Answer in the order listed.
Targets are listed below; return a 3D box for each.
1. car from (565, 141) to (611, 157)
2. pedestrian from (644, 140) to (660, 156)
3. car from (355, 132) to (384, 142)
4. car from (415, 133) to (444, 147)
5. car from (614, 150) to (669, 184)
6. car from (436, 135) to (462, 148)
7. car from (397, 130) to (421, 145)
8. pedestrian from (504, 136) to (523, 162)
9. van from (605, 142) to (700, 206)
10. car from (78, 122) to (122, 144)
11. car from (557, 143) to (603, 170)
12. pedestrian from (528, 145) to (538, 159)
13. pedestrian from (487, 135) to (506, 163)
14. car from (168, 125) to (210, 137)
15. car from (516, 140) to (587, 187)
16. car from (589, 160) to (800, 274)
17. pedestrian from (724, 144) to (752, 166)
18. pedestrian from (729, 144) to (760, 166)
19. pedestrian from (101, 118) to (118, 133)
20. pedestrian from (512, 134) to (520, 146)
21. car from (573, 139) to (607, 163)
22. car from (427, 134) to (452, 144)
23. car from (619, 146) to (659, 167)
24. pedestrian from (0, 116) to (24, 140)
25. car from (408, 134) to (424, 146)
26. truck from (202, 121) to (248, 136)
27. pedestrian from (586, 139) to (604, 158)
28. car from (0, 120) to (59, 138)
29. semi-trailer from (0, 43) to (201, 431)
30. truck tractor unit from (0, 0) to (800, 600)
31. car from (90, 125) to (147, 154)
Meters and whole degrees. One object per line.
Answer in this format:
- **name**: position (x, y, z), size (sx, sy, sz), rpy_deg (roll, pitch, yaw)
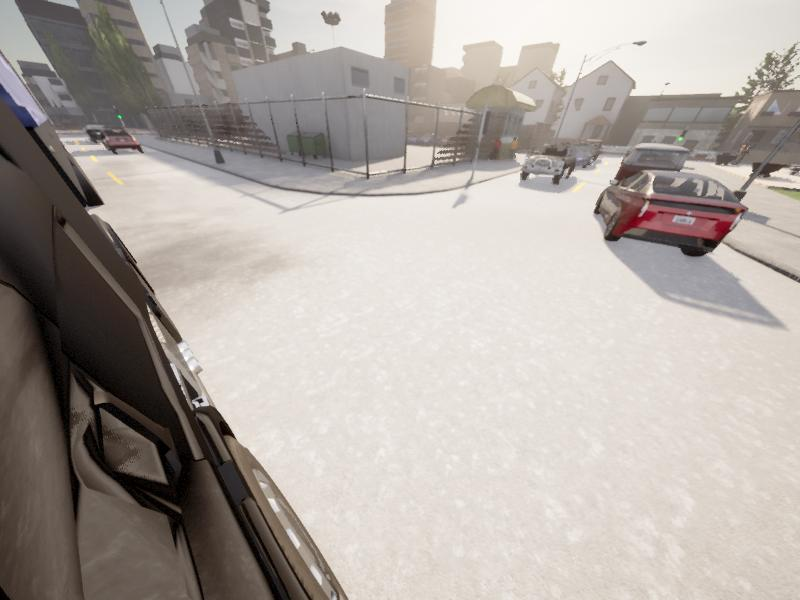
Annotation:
- **car**: position (25.598, -20.751, 31.711), size (2.128, 1.511, 4.902), rpy_deg (-1, 37, -5)
- **pedestrian**: position (37.689, -22.798, 34.614), size (0.751, 1.860, 0.751), rpy_deg (20, 40, 22)
- **car**: position (-5.674, -31.039, 43.882), size (2.033, 1.415, 5.357), rpy_deg (28, 43, 30)
- **car**: position (4.619, -25.131, 36.250), size (2.242, 1.667, 4.611), rpy_deg (28, 43, 30)
- **car**: position (15.578, -8.764, 15.030), size (1.816, 1.474, 4.193), rpy_deg (28, 43, 30)
- **car**: position (7.517, -24.124, 35.161), size (1.816, 1.474, 4.193), rpy_deg (28, 43, 30)
- **car**: position (1.500, -27.054, 38.501), size (1.905, 1.878, 3.866), rpy_deg (28, 43, 30)
- **pedestrian**: position (10.007, -13.377, 20.415), size (0.751, 1.860, 0.751), rpy_deg (-24, 44, -31)
- **van**: position (11.065, -5.853, 10.430), size (1.775, 1.987, 4.442), rpy_deg (27, 43, 30)
- **car**: position (-31.638, -17.641, 24.331), size (5.238, 1.638, 1.930), rpy_deg (27, 43, 30)
- **car**: position (15.573, -12.479, 19.916), size (2.033, 1.649, 4.856), rpy_deg (28, 43, 31)
- **pedestrian**: position (13.498, -15.006, 23.440), size (0.500, 1.100, 0.500), rpy_deg (28, 44, 30)
- **pedestrian**: position (7.859, -12.368, 18.938), size (0.751, 1.860, 0.751), rpy_deg (29, 44, 32)
- **car**: position (-34.594, -27.756, 37.986), size (1.812, 1.442, 4.674), rpy_deg (28, 44, 30)
- **car**: position (8.654, -7.851, 13.086), size (1.932, 1.855, 4.605), rpy_deg (28, 44, 30)
- **car**: position (6.800, -2.596, 6.191), size (2.007, 1.525, 4.514), rpy_deg (21, 40, 23)
- **pedestrian**: position (35.522, -15.256, 24.306), size (0.751, 1.860, 0.751), rpy_deg (-18, 41, -25)
- **pedestrian**: position (36.346, -15.312, 24.426), size (0.751, 1.860, 0.751), rpy_deg (18, 39, 20)
- **pedestrian**: position (-45.330, -27.177, 36.062), size (0.751, 1.860, 0.751), rpy_deg (-24, 44, -31)
- **pedestrian**: position (23.234, -31.946, 46.180), size (0.751, 1.860, 0.751), rpy_deg (29, 44, 31)
- **car**: position (20.343, -16.029, 24.739), size (1.905, 1.878, 3.866), rpy_deg (27, 43, 29)
- **car**: position (8.545, -34.796, 49.763), size (4.892, 1.490, 1.837), rpy_deg (28, 43, 30)
- **car**: position (23.915, -14.470, 23.171), size (2.163, 1.488, 4.792), rpy_deg (28, 43, 30)
- **pedestrian**: position (-38.132, -16.728, 22.526), size (0.751, 1.860, 0.751), rpy_deg (27, 43, 29)
- **car**: position (2.593, -25.637, 36.998), size (1.481, 1.379, 2.207), rpy_deg (28, 43, 30)
- **truck**: position (-33.237, -32.667, 44.136), size (2.390, 2.098, 6.274), rpy_deg (27, 43, 30)
- **pedestrian**: position (23.668, -18.375, 28.068), size (0.751, 1.860, 0.751), rpy_deg (-22, 43, -29)
- **car**: position (-43.498, -19.738, 26.663), size (4.193, 1.474, 1.816), rpy_deg (-4, 37, -9)
- **semi-trailer**: position (-8.703, -3.580, 4.255), size (14.254, 4.402, 2.717), rpy_deg (28, 44, 30)
- **truck tractor unit**: position (-2.645, -0.295, 0.351), size (6.516, 4.208, 3.053), rpy_deg (28, 44, 30)
- **car**: position (-21.750, -12.417, 17.843), size (3.988, 1.617, 1.851), rpy_deg (28, 43, 30)
